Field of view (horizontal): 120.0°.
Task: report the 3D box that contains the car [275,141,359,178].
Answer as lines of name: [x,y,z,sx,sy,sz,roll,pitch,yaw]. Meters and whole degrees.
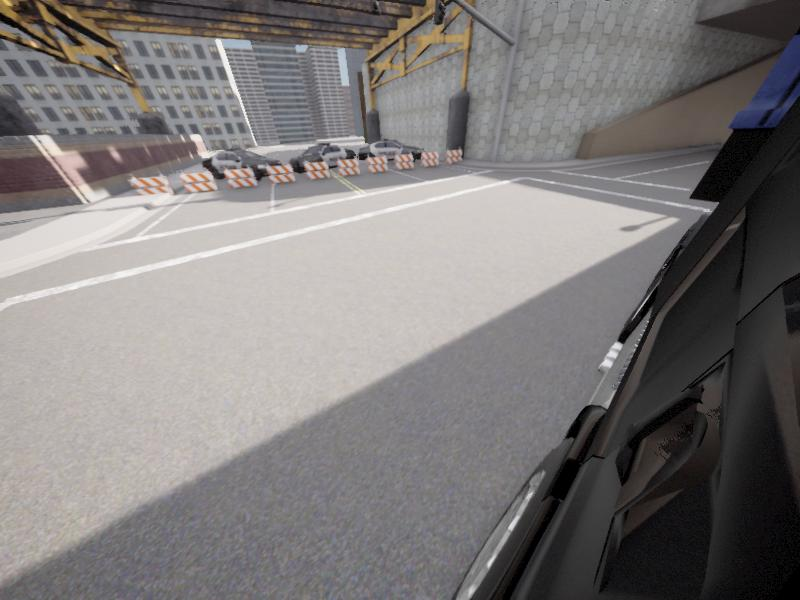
car: [-5.217,-9.479,15.362,2.038,1.542,4.974,18,41,25]

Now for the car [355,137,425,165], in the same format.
car: [-0.610,-11.329,17.550,4.974,1.542,2.038,1,37,5]

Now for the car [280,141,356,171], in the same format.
car: [-5.197,-9.633,15.304,1.853,1.218,4.536,18,41,25]

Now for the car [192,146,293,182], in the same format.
car: [-9.437,-8.248,13.981,4.974,1.542,2.038,11,39,17]

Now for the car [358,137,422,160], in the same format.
car: [-0.668,-11.457,17.460,4.536,1.218,1.853,1,37,5]

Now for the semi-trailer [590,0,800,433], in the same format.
semi-trailer: [9.211,-3.192,3.650,14.254,4.402,2.717,-22,40,-24]

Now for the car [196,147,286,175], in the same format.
car: [-9.492,-8.384,13.902,4.536,1.218,1.853,11,39,17]

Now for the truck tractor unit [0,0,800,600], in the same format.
truck tractor unit: [2.645,-0.295,0.352,6.516,4.208,3.053,-28,44,-30]
